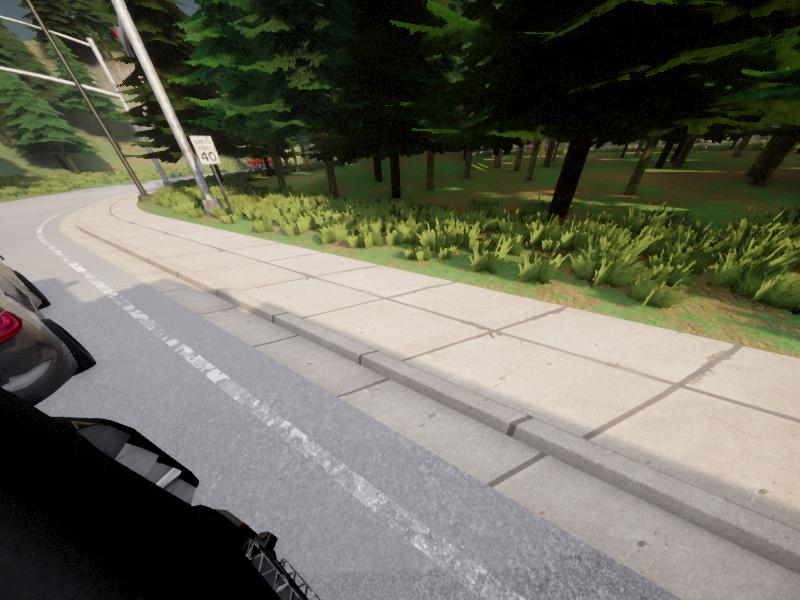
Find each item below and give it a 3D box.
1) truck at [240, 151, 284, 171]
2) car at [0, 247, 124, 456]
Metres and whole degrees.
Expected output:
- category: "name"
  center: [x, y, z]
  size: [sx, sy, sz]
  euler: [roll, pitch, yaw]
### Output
- category: "truck"
  center: [-22.565, -23.019, 38.081]
  size: [2.627, 2.467, 5.204]
  euler: [15, 38, 25]
- category: "car"
  center: [-5.788, 0.289, 2.439]
  size: [4.611, 1.667, 2.242]
  euler: [16, 38, 26]
